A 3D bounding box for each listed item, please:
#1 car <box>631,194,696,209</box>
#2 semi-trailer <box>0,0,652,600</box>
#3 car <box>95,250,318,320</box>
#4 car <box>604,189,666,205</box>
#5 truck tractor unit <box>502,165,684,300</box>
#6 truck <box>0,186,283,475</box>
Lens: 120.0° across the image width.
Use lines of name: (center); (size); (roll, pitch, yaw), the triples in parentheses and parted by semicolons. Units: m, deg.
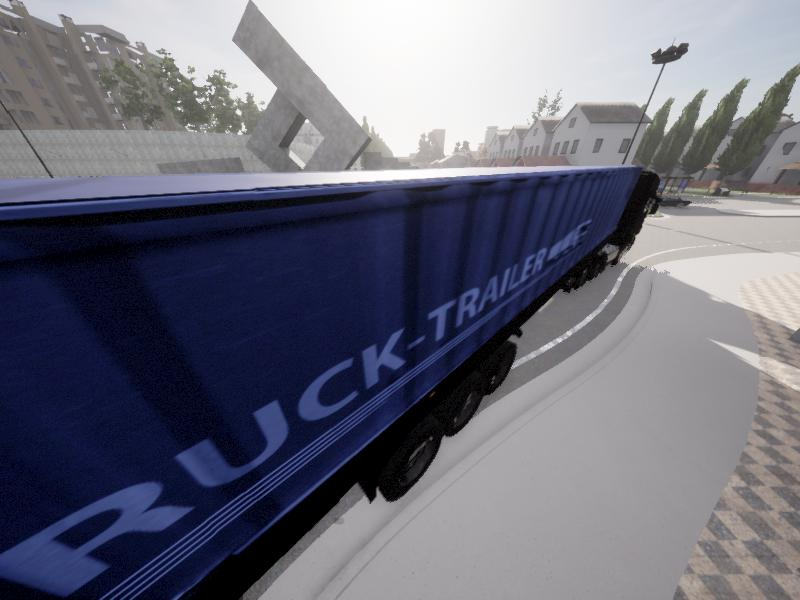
car: (30.346, -11.409, 26.775); (4.718, 1.301, 1.895); (2, 30, 4)
semi-trailer: (2.209, -0.900, 5.448); (14.254, 4.402, 2.717); (-25, 38, -36)
car: (-5.851, -0.574, 7.722); (5.366, 1.575, 1.801); (-1, 30, -2)
car: (30.094, -13.317, 29.734); (5.238, 1.638, 1.930); (2, 30, 4)
truck tractor unit: (8.175, -3.411, 9.987); (6.516, 4.208, 3.053); (-20, 36, -30)
truck: (-7.402, 0.206, 4.129); (8.468, 3.827, 2.891); (2, 30, 3)
